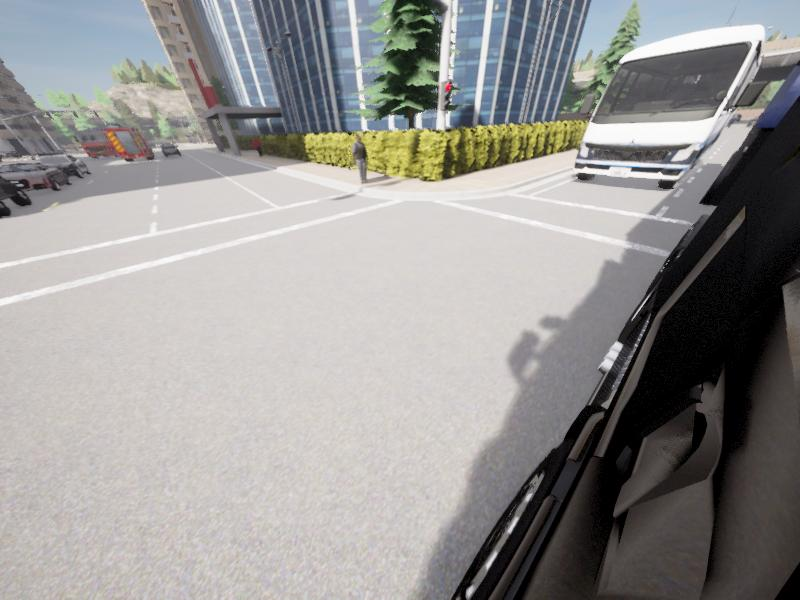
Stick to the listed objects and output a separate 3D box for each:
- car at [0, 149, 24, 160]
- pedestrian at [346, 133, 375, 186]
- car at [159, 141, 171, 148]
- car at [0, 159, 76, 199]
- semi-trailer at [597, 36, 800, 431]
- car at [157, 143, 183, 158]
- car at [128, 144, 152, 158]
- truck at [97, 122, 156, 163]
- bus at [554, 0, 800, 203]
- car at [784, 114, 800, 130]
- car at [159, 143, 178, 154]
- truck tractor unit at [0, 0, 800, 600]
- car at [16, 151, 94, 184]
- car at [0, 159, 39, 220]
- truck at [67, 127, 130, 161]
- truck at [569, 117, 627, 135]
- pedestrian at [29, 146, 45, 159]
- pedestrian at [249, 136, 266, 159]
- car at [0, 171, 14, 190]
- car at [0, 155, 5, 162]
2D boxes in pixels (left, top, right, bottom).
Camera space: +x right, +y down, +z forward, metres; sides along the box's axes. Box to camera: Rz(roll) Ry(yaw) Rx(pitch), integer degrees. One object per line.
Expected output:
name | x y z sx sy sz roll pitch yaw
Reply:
car | -78.205 -28.144 44.818 5.238 1.638 1.930 -29 44 -31
pedestrian | -1.683 -6.067 10.021 0.751 1.860 0.751 -19 40 -21
car | -68.679 -45.384 67.457 2.033 1.411 5.357 -28 44 -30
car | -21.162 -7.022 13.228 1.994 1.385 4.181 -27 43 -29
semi-trailer | 8.727 -3.582 4.204 14.254 4.402 2.717 -28 43 -29
car | -33.721 -21.951 33.852 2.128 1.511 4.902 -28 44 -30
car | -40.333 -23.172 35.884 1.845 1.501 3.633 -28 44 -30
truck | -34.939 -20.444 29.978 2.891 3.827 8.468 -28 44 -30
bus | 11.619 -7.777 9.759 10.273 4.253 3.944 -29 44 -29
car | 52.052 -22.953 29.729 4.974 1.542 2.038 -28 44 -30
car | -41.907 -27.393 41.761 1.994 1.385 4.181 -28 44 -30
truck tractor unit | 2.645 -0.295 0.351 6.516 4.208 3.053 -28 44 -30
car | -25.712 -10.170 17.494 1.930 1.638 5.238 -29 44 -30
car | -16.720 -4.226 8.776 1.905 1.878 3.866 -29 44 -30
truck | -46.218 -24.343 35.903 2.891 3.827 8.468 -24 42 -26
truck | 31.182 -27.531 36.649 2.390 2.098 6.274 -28 44 -30
pedestrian | -67.108 -27.269 42.727 0.751 1.860 0.751 25 45 32
pedestrian | -14.400 -15.465 23.382 0.751 1.860 0.751 -26 42 -27
car | -25.849 -7.050 13.307 2.242 1.667 4.611 -28 44 -30
car | -70.999 -23.702 38.561 4.792 1.488 2.163 -28 44 -30
